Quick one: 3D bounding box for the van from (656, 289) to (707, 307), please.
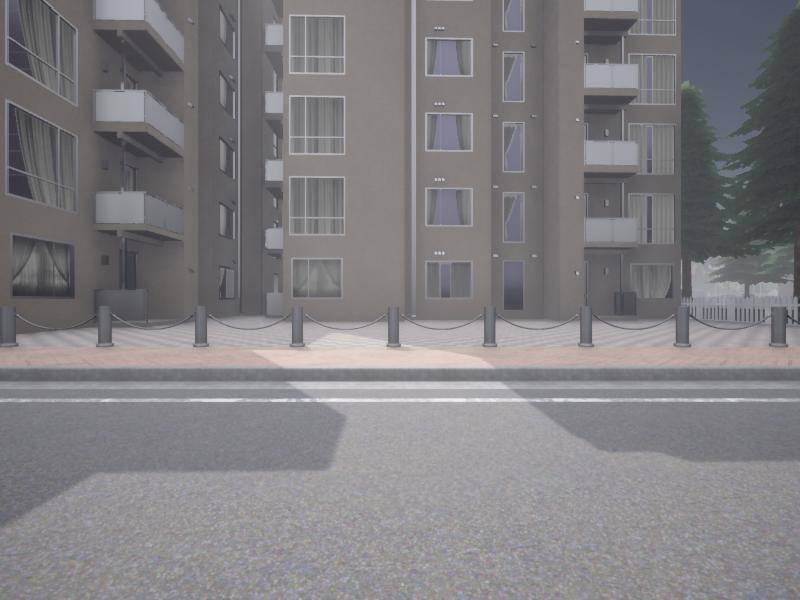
[{"bbox_3d":[40.253,-0.277,57.331,5.915,2.561,1.988,0,0,-1],"label":"van"}]

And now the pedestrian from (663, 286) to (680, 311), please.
[{"bbox_3d":[20.252,-0.100,29.824,0.751,1.860,0.751,0,0,-1],"label":"pedestrian"}]
